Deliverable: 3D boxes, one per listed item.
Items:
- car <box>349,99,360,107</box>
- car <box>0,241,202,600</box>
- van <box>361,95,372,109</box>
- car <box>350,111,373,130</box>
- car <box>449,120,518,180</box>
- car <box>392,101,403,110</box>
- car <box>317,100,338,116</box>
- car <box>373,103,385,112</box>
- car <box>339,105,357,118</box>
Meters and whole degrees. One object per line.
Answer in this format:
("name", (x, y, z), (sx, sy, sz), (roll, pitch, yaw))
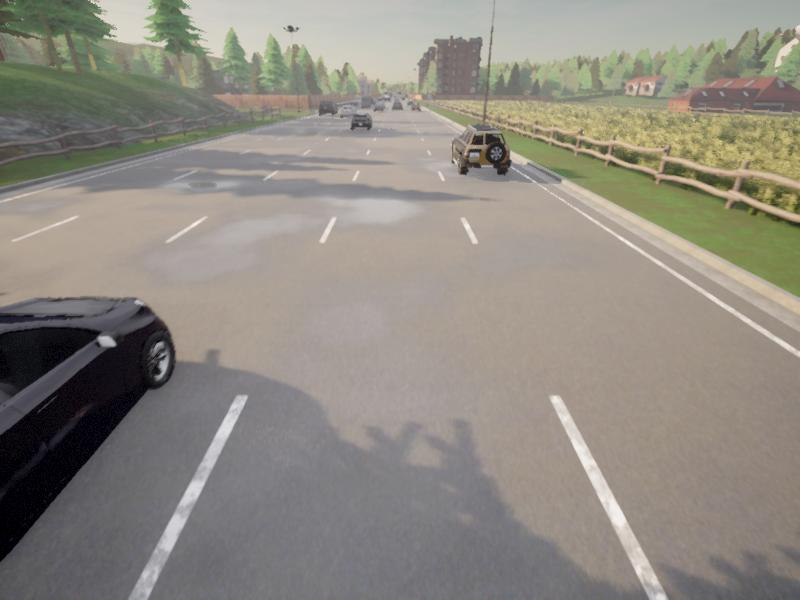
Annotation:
("car", (-11.160, -48.458, 98.497), (1.930, 1.638, 5.238), (0, 27, -1))
("car", (-3.505, 0.834, 3.268), (1.845, 1.501, 3.633), (0, 27, 0))
("van", (-7.579, -44.686, 90.202), (1.988, 2.561, 5.915), (0, 27, -1))
("car", (-3.632, -17.189, 38.217), (1.816, 1.474, 4.193), (0, 27, 0))
("car", (3.444, -6.678, 17.501), (1.932, 1.855, 4.605), (0, 28, 0))
("car", (-0.534, -41.253, 84.764), (2.242, 1.667, 4.611), (0, 27, -1))
("car", (-10.806, -28.943, 60.284), (2.150, 2.045, 5.566), (0, 27, -1))
("car", (-3.945, -36.335, 75.351), (2.033, 1.411, 5.357), (0, 27, -1))
("car", (-7.272, -26.636, 56.467), (1.970, 1.475, 3.806), (0, 27, -1))
